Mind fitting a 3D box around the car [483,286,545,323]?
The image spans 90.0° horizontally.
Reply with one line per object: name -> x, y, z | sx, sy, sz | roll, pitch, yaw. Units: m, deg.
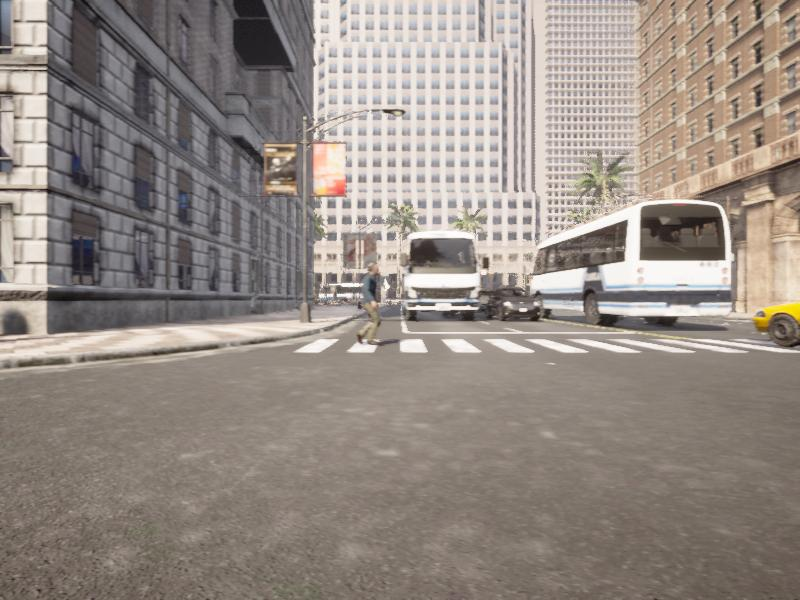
car -> 5.353, 0.189, 19.356 | 1.851, 1.617, 3.988 | 0, 0, 0

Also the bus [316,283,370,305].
bus -> -11.289, -1.140, 80.255 | 10.273, 4.253, 3.944 | 0, 0, 0

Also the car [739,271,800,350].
car -> 8.800, 0.202, 6.770 | 1.801, 1.575, 5.366 | 0, 0, 3

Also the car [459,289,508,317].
car -> 5.325, 0.157, 26.218 | 2.242, 1.667, 4.611 | 0, 0, 0

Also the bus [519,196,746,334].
bus -> 8.743, -1.129, 17.545 | 3.944, 4.253, 10.273 | 0, 1, 0

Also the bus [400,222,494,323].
bus -> 1.965, -1.129, 21.954 | 3.944, 4.253, 10.273 | 0, -1, 0

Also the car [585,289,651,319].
car -> 12.335, 0.216, 22.924 | 1.789, 1.549, 3.705 | 0, 0, 0

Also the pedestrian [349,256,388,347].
pedestrian -> -0.651, 0.037, 8.540 | 0.751, 1.860, 0.751 | 0, 0, 1
